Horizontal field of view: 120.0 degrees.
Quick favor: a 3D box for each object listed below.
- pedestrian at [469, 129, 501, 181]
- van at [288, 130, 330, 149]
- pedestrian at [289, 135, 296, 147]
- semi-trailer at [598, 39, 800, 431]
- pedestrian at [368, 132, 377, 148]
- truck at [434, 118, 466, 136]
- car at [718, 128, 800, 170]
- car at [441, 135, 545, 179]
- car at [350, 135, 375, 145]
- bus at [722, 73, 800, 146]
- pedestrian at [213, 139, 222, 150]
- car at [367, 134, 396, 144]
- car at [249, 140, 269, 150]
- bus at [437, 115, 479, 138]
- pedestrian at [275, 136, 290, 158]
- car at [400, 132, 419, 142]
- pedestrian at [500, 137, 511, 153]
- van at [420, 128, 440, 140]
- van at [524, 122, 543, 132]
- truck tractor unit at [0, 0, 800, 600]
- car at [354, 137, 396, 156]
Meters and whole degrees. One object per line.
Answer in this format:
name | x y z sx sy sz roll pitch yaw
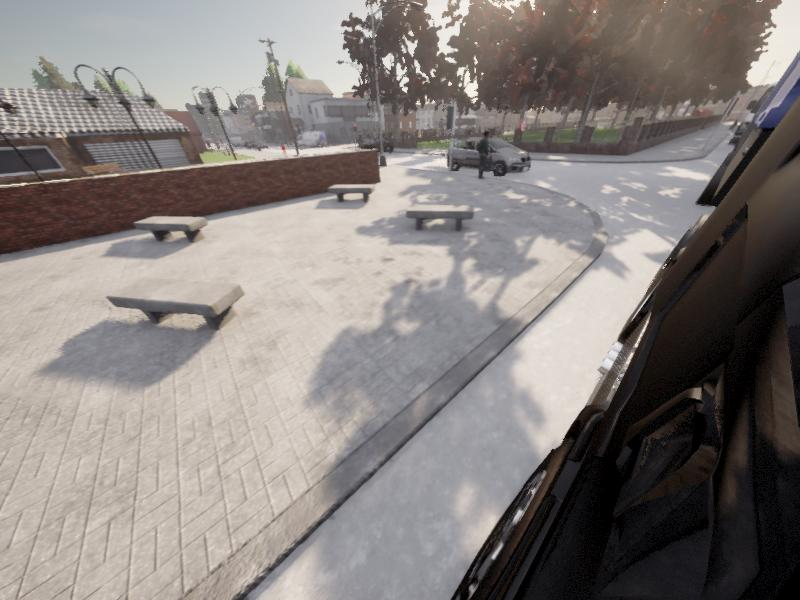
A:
pedestrian | 3.783 -6.491 10.383 0.751 1.860 0.751 -13 38 -14
van | -16.233 -28.780 41.478 6.366 2.431 2.351 -14 39 -14
pedestrian | -21.316 -31.605 45.885 0.751 1.860 0.751 -21 40 -23
semi-trailer | 8.691 -3.599 4.250 14.254 4.402 2.717 -28 43 -30
pedestrian | -3.874 -22.522 32.498 0.751 1.860 0.751 29 47 36
truck | 13.862 -48.597 65.053 2.891 3.827 8.468 -31 45 -32
car | 19.029 -7.965 12.005 5.357 1.411 2.033 -26 42 -28
car | 4.828 -8.005 12.745 2.242 1.667 4.611 -27 43 -29
car | -7.468 -32.080 46.298 4.718 1.301 1.895 -28 43 -30
bus | 32.472 -16.098 19.697 10.273 4.253 3.944 -28 43 -30
pedestrian | -36.838 -31.403 46.595 0.751 1.860 0.751 -28 44 -30
car | -3.532 -31.221 44.803 5.357 1.411 2.033 -27 43 -29
car | -26.689 -29.352 43.803 1.994 1.385 4.181 -28 43 -30
bus | 14.777 -44.451 59.049 10.273 4.253 3.944 -22 41 -24
pedestrian | -12.750 -16.666 25.179 0.751 1.860 0.751 -27 43 -29
car | 1.899 -33.974 48.047 3.633 1.501 1.845 -29 44 -31
pedestrian | 9.203 -13.527 20.169 0.500 1.100 0.500 -28 43 -30
van | 6.536 -36.567 50.859 4.442 1.987 1.775 -29 44 -31
van | 43.340 -56.318 75.086 6.366 2.431 2.351 -28 43 -30
truck tractor unit | 2.645 -0.295 0.352 6.516 4.208 3.053 -28 44 -30
car | -2.776 -16.835 25.248 1.882 1.535 5.008 -28 43 -30
